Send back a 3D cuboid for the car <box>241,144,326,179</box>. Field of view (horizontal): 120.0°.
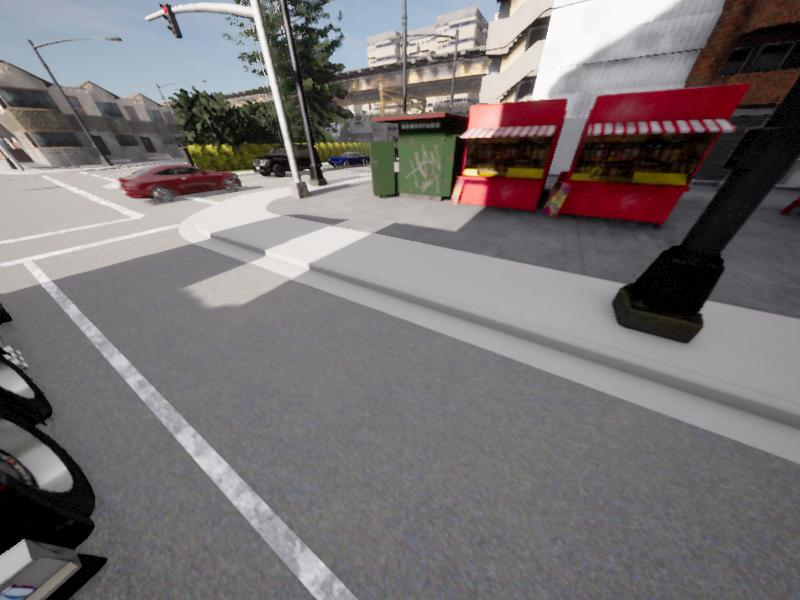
[{"bbox_3d":[-8.942,-11.235,18.536,2.150,2.045,5.566,18,39,25],"label":"car"}]

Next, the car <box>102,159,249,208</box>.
[{"bbox_3d":[-10.469,-5.834,11.273,1.812,1.442,4.674,21,40,28],"label":"car"}]

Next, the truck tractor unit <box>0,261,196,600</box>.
[{"bbox_3d":[-5.110,-0.300,0.791,6.516,4.208,3.053,18,39,24],"label":"truck tractor unit"}]
